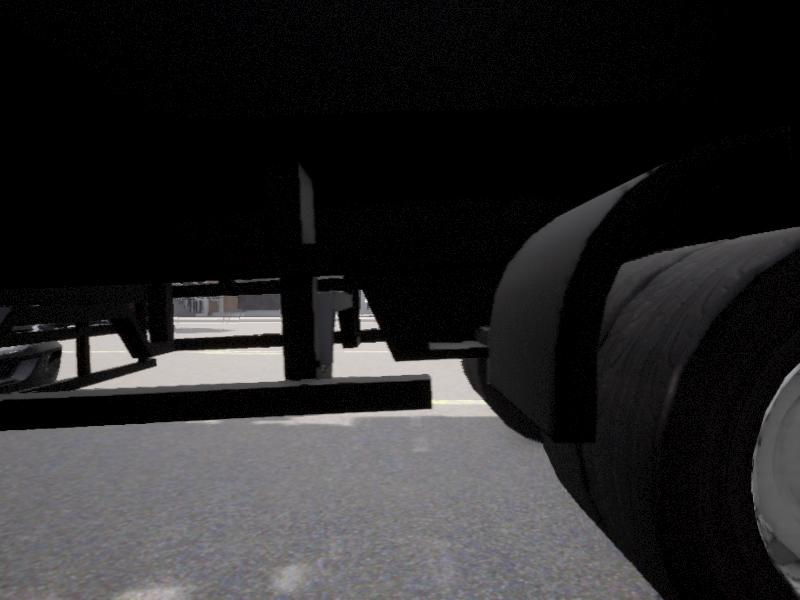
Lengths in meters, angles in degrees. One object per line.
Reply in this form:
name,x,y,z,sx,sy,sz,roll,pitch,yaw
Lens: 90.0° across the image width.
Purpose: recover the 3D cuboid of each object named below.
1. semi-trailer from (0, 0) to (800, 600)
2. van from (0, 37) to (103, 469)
semi-trailer,4.876,-1.306,2.211,14.254,4.402,2.717,-2,0,-1
van,-5.331,-0.279,2.201,5.915,2.561,1.988,0,0,0
